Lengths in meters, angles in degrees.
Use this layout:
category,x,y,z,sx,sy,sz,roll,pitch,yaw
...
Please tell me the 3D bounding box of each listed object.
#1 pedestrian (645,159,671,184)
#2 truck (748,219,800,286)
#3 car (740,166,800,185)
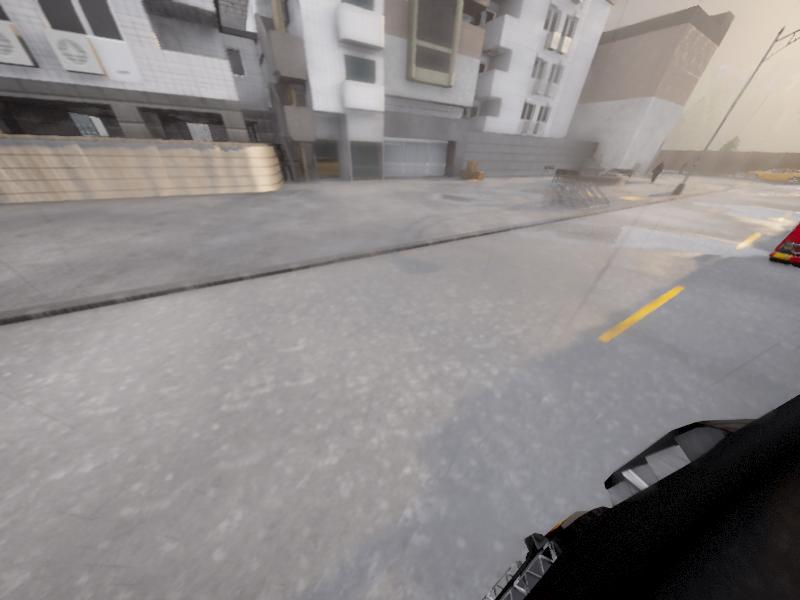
category,x,y,z,sx,sy,sz,roll,pitch,yaw
pedestrian,23.046,-11.481,20.652,0.751,1.860,0.751,-24,42,-34
truck,12.493,-2.579,5.086,8.468,3.827,2.891,-16,38,-26
car,46.596,-15.374,28.457,1.882,1.535,5.008,-16,38,-26
